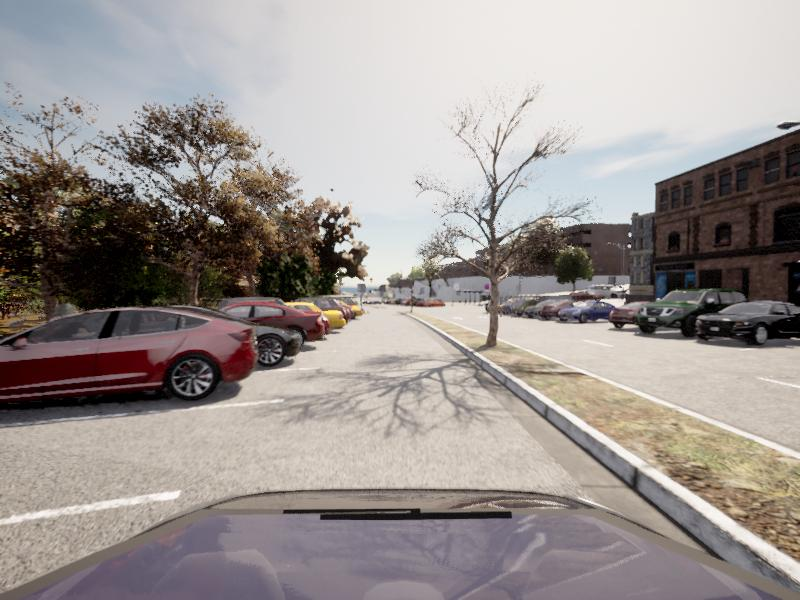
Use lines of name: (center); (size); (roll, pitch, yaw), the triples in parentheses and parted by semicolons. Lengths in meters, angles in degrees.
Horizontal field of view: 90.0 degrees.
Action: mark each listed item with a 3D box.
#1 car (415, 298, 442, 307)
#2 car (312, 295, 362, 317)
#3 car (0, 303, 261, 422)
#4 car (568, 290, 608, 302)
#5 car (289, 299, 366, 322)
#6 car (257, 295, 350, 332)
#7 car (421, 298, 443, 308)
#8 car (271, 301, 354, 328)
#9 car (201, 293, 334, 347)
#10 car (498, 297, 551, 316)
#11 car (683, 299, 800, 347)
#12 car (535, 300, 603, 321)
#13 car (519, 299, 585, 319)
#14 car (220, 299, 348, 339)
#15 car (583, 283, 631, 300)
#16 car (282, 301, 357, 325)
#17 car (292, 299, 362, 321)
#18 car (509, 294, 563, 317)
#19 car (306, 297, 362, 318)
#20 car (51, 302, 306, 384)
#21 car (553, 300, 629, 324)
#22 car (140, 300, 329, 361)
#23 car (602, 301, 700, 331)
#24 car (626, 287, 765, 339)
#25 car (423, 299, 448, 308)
car: (6.376, 0.549, 88.533); (5.566, 2.045, 2.435); (1, 0, -30)
car: (-6.142, 0.532, 39.149); (4.442, 1.987, 1.878); (-1, 0, -24)
car: (-4.852, 0.846, 6.545); (4.792, 1.488, 2.163); (-1, 0, -20)
car: (26.688, -0.601, 56.920); (2.002, 1.452, 4.674); (-7, 4, -29)
car: (-5.479, 0.769, 30.314); (5.366, 1.575, 1.946); (-1, 0, -23)
car: (-5.176, 0.664, 21.373); (4.553, 1.767, 2.185); (-1, 0, -22)
car: (6.795, 0.585, 85.524); (4.442, 1.987, 1.878); (0, 0, -30)
car: (-5.329, 0.825, 24.322); (4.674, 1.452, 2.002); (-1, 0, -22)
car: (-5.031, 0.675, 15.437); (4.553, 1.767, 2.185); (-1, 0, -21)
car: (12.157, 0.587, 39.014); (4.553, 1.767, 2.185); (1, 0, -24)
car: (13.295, 0.770, 14.863); (5.008, 1.535, 2.097); (1, 0, -22)
car: (12.691, 0.774, 29.961); (4.674, 1.452, 2.002); (1, 0, -23)
car: (12.531, 0.728, 32.975); (4.892, 1.521, 2.231); (1, 0, -24)
car: (-5.264, 0.795, 18.333); (5.366, 1.575, 1.946); (-1, 0, -22)
car: (29.644, -1.180, 57.386); (2.435, 2.045, 5.566); (-7, 4, -29)
car: (-5.479, 0.820, 27.279); (4.674, 1.452, 2.002); (-1, 0, -23)
car: (-5.998, 0.770, 33.118); (5.366, 1.575, 1.946); (-1, 0, -23)
car: (12.232, 0.493, 35.939); (4.442, 1.987, 1.878); (1, 0, -24)
car: (-5.997, 0.639, 36.159); (4.553, 1.767, 2.185); (-1, 0, -24)
car: (-4.835, 0.839, 9.539); (4.792, 1.488, 2.163); (-1, 0, -21)
car: (12.853, 0.781, 26.940); (4.674, 1.452, 2.002); (1, 0, -23)
car: (-4.915, 0.805, 12.484); (5.008, 1.535, 2.097); (-1, 0, -21)
car: (13.102, 0.795, 20.908); (4.674, 1.452, 2.002); (1, 0, -22)
car: (13.185, 0.511, 17.869); (5.566, 2.045, 2.435); (1, 0, -22)
car: (7.344, 0.697, 82.597); (4.553, 1.767, 2.185); (0, 0, -29)
